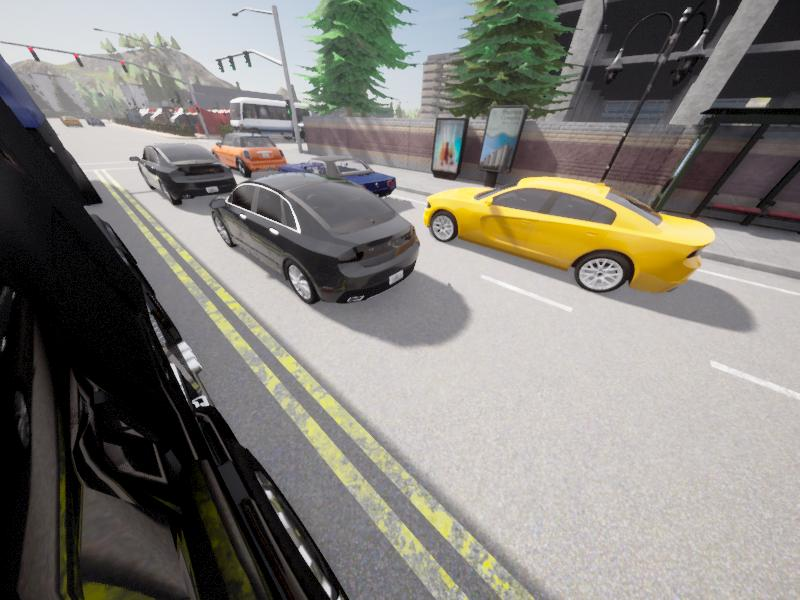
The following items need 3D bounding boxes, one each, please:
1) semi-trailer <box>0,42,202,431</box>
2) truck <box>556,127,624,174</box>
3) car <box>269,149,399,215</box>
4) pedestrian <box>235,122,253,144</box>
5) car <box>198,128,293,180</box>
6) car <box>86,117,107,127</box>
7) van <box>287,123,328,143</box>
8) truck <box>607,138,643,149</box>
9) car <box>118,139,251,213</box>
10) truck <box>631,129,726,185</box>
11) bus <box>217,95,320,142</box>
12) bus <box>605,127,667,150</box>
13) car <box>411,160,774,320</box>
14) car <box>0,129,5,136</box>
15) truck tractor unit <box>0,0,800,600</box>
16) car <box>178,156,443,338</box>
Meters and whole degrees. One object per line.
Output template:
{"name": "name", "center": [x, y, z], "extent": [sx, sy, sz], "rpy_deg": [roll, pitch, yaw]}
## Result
{"name": "semi-trailer", "center": [-8.697, -3.606, 4.226], "extent": [14.254, 4.402, 2.717], "rpy_deg": [28, 44, 30]}
{"name": "truck", "center": [13.952, -11.032, 16.932], "extent": [2.615, 2.467, 5.204], "rpy_deg": [28, 44, 30]}
{"name": "car", "center": [-2.472, -4.483, 8.396], "extent": [4.718, 1.301, 1.895], "rpy_deg": [28, 44, 30]}
{"name": "pedestrian", "center": [-16.648, -17.790, 24.691], "extent": [0.751, 1.860, 0.751], "rpy_deg": [19, 40, 21]}
{"name": "car", "center": [-7.821, -7.542, 11.733], "extent": [4.553, 1.767, 2.097], "rpy_deg": [28, 44, 30]}
{"name": "car", "center": [-61.280, -35.942, 46.599], "extent": [4.193, 1.474, 1.816], "rpy_deg": [28, 44, 30]}
{"name": "van", "center": [-12.252, -22.459, 31.090], "extent": [2.069, 2.038, 4.480], "rpy_deg": [24, 42, 26]}
{"name": "truck", "center": [58.218, -40.697, 59.925], "extent": [6.274, 2.098, 2.390], "rpy_deg": [28, 44, 30]}
{"name": "car", "center": [-7.406, -4.457, 7.886], "extent": [4.892, 1.490, 1.837], "rpy_deg": [28, 44, 30]}
{"name": "truck", "center": [17.255, -9.274, 14.790], "extent": [2.615, 2.467, 5.204], "rpy_deg": [28, 44, 30]}
{"name": "bus", "center": [-16.510, -23.491, 30.356], "extent": [3.944, 4.253, 10.273], "rpy_deg": [28, 44, 30]}
{"name": "bus", "center": [61.489, -42.484, 60.717], "extent": [10.273, 4.253, 3.944], "rpy_deg": [28, 44, 30]}
{"name": "car", "center": [2.834, -1.749, 4.873], "extent": [5.008, 1.535, 1.882], "rpy_deg": [28, 44, 30]}
{"name": "car", "center": [-40.067, -16.484, 21.837], "extent": [5.366, 1.575, 1.801], "rpy_deg": [29, 44, 31]}
{"name": "truck tractor unit", "center": [-2.645, -0.295, 0.351], "extent": [6.516, 4.208, 3.053], "rpy_deg": [28, 44, 30]}
{"name": "car", "center": [-1.889, -1.514, 4.299], "extent": [4.892, 1.490, 1.837], "rpy_deg": [28, 44, 30]}
